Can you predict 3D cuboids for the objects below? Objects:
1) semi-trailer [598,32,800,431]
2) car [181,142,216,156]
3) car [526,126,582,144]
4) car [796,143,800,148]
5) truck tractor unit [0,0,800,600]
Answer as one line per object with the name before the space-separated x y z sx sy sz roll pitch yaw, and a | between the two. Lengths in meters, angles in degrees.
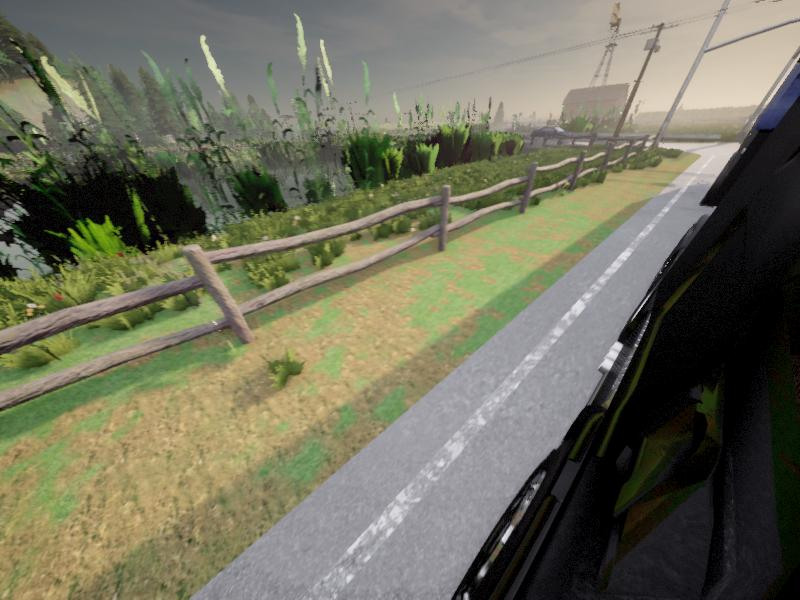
semi-trailer | 8.724 -3.576 4.218 14.254 4.402 2.717 -28 43 -30
car | -37.330 -28.049 42.880 4.553 1.767 2.097 -26 42 -28
car | 17.172 -18.679 26.024 1.812 1.442 4.674 -26 45 -28
car | 30.110 -10.554 14.829 4.181 1.385 1.994 13 39 20
truck tractor unit | 2.645 -0.295 0.351 6.516 4.208 3.053 -28 44 -30
